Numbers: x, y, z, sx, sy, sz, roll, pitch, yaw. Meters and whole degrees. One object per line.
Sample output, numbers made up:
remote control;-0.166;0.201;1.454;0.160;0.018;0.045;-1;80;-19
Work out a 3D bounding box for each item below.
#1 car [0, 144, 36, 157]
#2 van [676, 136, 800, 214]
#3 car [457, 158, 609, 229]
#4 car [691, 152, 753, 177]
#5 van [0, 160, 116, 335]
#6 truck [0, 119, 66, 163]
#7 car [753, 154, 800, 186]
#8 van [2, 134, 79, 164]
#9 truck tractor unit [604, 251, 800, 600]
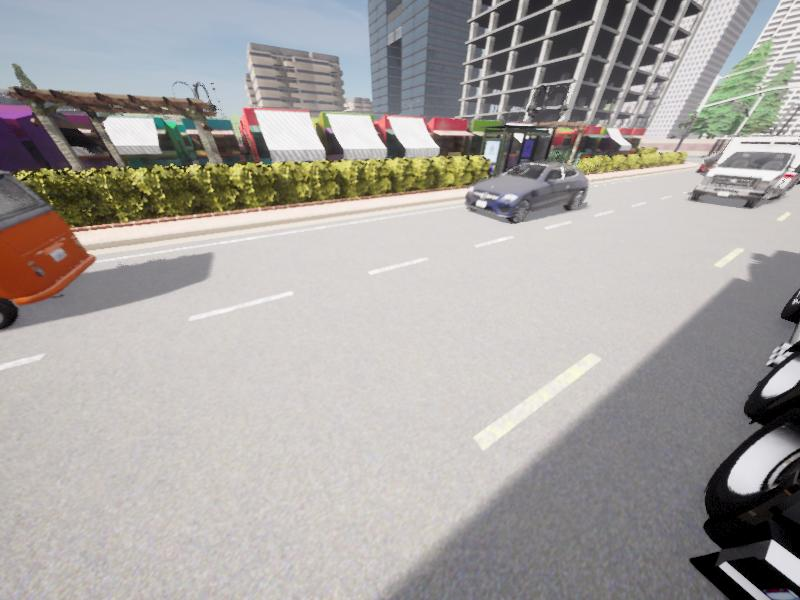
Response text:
car;-57.493;-22.269;34.262;1.812;1.442;4.674;-17;38;-23
van;15.941;-5.791;10.331;6.366;2.431;2.351;-18;39;-24
car;4.908;-4.175;8.621;5.027;1.651;2.152;-18;39;-24
car;26.099;-11.039;18.743;3.633;1.501;1.845;-18;39;-24
van;-7.358;-0.329;2.673;4.442;1.987;1.775;-18;39;-24
truck;-45.026;-18.583;26.985;2.891;3.827;8.468;-18;39;-24
car;26.824;-8.971;15.769;5.008;1.535;1.882;-18;39;-24
van;-40.077;-17.156;26.103;1.988;2.561;5.915;-19;39;-25
truck tractor unit;5.085;-0.327;0.809;6.516;4.208;3.053;-19;39;-25
